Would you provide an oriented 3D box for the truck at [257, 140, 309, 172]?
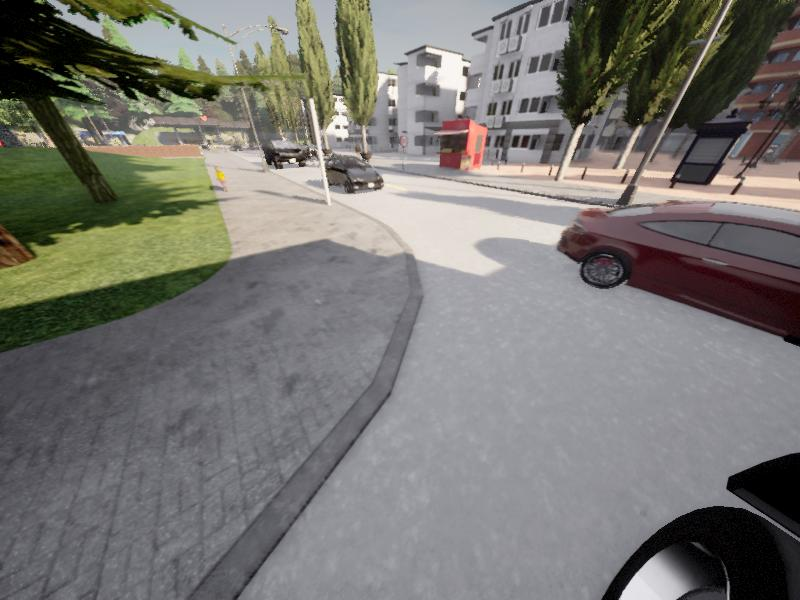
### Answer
[{"bbox_3d":[-10.718,-13.260,20.979,2.390,2.098,6.274,-23,41,-28],"label":"truck"}]

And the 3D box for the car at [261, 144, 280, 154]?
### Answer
[{"bbox_3d":[-22.730,-26.442,40.473,1.895,1.301,4.718,-23,41,-28],"label":"car"}]

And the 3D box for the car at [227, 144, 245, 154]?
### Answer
[{"bbox_3d":[-33.882,-31.217,47.679,2.152,1.651,5.027,-23,41,-28],"label":"car"}]

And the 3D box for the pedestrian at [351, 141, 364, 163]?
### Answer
[{"bbox_3d":[-4.276,-14.859,23.182,0.751,1.860,0.751,26,43,33],"label":"pedestrian"}]

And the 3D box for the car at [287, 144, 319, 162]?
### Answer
[{"bbox_3d":[-11.824,-17.902,27.971,1.930,1.638,5.238,-23,41,-28],"label":"car"}]

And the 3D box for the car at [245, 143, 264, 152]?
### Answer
[{"bbox_3d":[-32.341,-33.942,51.378,2.033,1.411,5.357,-27,43,-32],"label":"car"}]

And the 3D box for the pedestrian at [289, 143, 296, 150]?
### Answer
[{"bbox_3d":[-22.688,-32.395,48.691,0.751,1.300,0.751,27,43,33],"label":"pedestrian"}]

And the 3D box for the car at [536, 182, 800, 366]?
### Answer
[{"bbox_3d":[4.980,-0.527,3.364,1.812,1.442,4.674,-23,41,-28],"label":"car"}]

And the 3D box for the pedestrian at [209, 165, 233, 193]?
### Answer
[{"bbox_3d":[-8.364,-5.670,10.841,0.500,1.100,0.500,-17,38,-22],"label":"pedestrian"}]

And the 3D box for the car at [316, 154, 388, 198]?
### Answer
[{"bbox_3d":[-2.554,-6.522,11.900,1.816,1.474,4.193,-23,41,-28],"label":"car"}]
